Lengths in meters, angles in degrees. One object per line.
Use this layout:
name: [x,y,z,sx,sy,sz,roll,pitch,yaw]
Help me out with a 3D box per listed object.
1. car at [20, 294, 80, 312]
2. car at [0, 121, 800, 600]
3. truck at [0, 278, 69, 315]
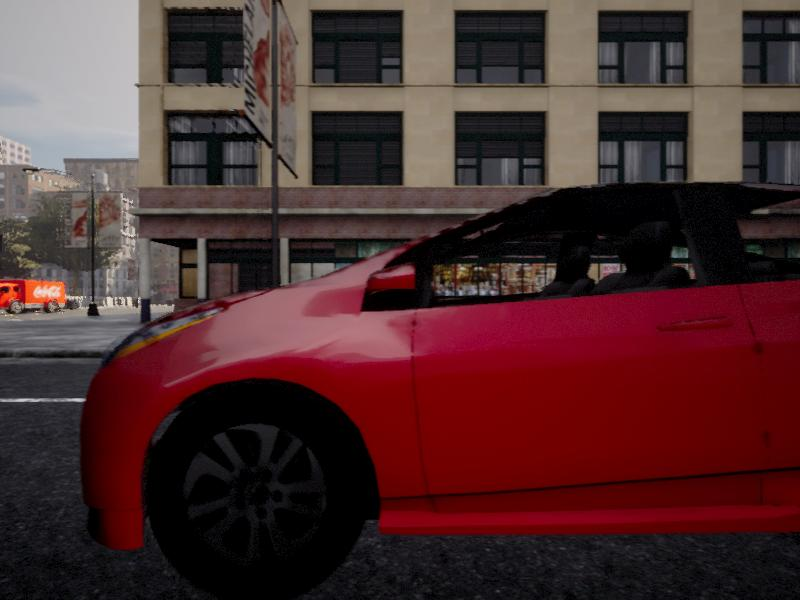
car: [-31.090,0.269,35.716,1.970,1.475,3.806,0,0,0]
car: [0.958,0.228,2.200,4.514,1.525,2.007,0,0,0]
truck: [-27.619,-0.231,29.141,2.627,2.467,5.204,0,0,0]
